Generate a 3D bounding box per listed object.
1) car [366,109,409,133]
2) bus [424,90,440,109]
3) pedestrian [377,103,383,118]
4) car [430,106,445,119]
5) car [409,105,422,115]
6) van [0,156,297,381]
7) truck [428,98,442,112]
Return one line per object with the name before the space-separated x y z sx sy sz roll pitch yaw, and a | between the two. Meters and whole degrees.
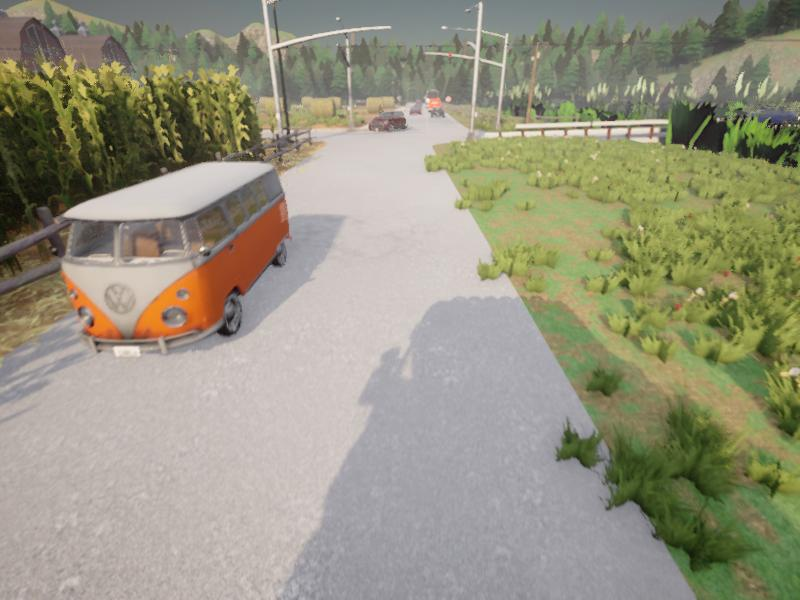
car | -1.073 -16.997 37.950 2.097 1.767 4.553 13 30 24
bus | 8.214 -52.156 103.958 3.944 4.253 10.273 1 27 3
pedestrian | -2.837 -26.978 56.971 0.751 1.860 0.751 1 27 1
car | 5.922 -29.739 63.305 2.152 1.651 5.027 1 27 3
car | 2.797 -33.112 69.766 2.163 1.488 4.792 1 27 3
van | -3.137 -0.926 6.318 1.775 1.987 4.442 0 27 0
truck | 7.005 -39.719 81.588 2.627 2.467 5.204 1 27 3
